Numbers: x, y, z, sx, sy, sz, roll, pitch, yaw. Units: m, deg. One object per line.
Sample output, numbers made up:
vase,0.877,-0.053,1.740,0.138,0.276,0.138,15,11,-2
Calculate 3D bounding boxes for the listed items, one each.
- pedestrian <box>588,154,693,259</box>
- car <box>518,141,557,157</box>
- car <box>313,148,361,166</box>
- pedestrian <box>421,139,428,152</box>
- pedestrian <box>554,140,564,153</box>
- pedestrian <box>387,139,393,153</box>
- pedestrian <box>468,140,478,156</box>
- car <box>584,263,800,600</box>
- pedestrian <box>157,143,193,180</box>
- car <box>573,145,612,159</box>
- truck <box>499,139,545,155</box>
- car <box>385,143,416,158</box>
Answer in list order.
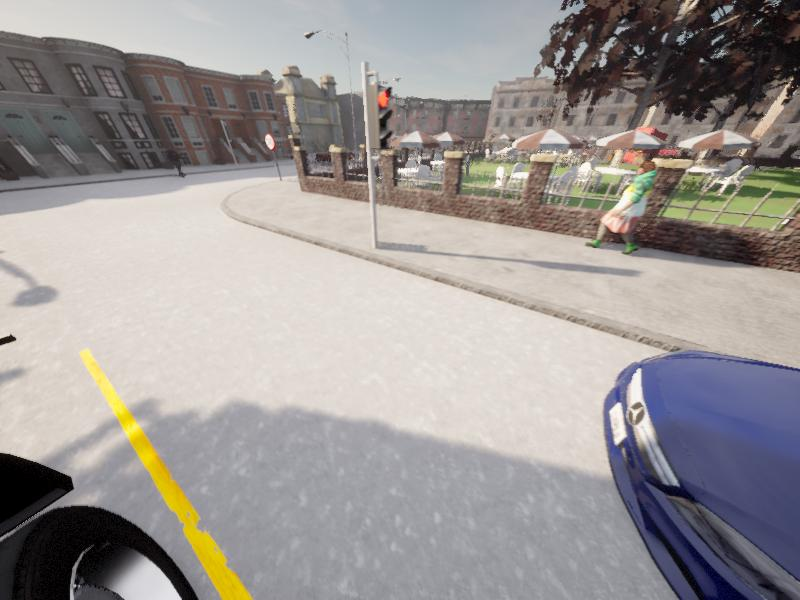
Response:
pedestrian,4.855,-1.944,4.867,0.751,1.860,0.751,22,41,28
car,20.937,-23.167,35.375,4.605,1.855,1.932,21,40,26
car,-6.308,-14.818,23.765,1.895,1.301,4.718,20,40,26
pedestrian,4.336,-27.357,40.958,0.751,1.860,0.751,-23,41,-29
pedestrian,27.684,-26.636,40.160,0.751,1.860,0.751,21,40,27
pedestrian,-1.626,-25.314,38.000,0.751,1.860,0.751,28,43,33
pedestrian,10.208,-21.322,32.448,0.751,1.860,0.751,-25,42,-31
car,3.674,1.440,0.652,4.674,1.442,1.812,19,39,25
pedestrian,-13.877,-8.564,14.281,0.751,1.860,0.751,20,40,26
car,26.807,-20.739,32.334,3.806,1.475,1.970,19,39,25
truck,20.572,-25.973,39.165,6.274,2.098,2.390,19,39,25
car,0.199,-20.851,32.183,1.882,1.535,5.008,21,41,26
